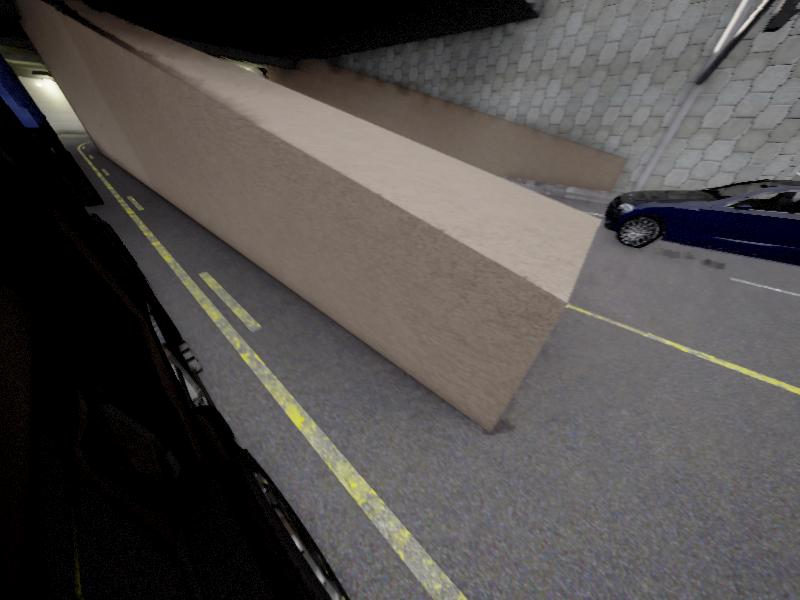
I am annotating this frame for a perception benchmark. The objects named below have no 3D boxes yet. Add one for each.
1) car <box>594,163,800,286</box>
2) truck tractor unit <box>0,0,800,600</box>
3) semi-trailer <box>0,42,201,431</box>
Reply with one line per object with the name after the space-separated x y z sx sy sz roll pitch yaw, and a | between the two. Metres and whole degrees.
7.835 -1.777 5.190 5.027 1.651 2.152 25 42 27 | car
-2.645 -0.295 0.351 6.516 4.208 3.053 28 44 30 | truck tractor unit
-8.697 -3.597 4.242 14.254 4.402 2.717 28 43 30 | semi-trailer
